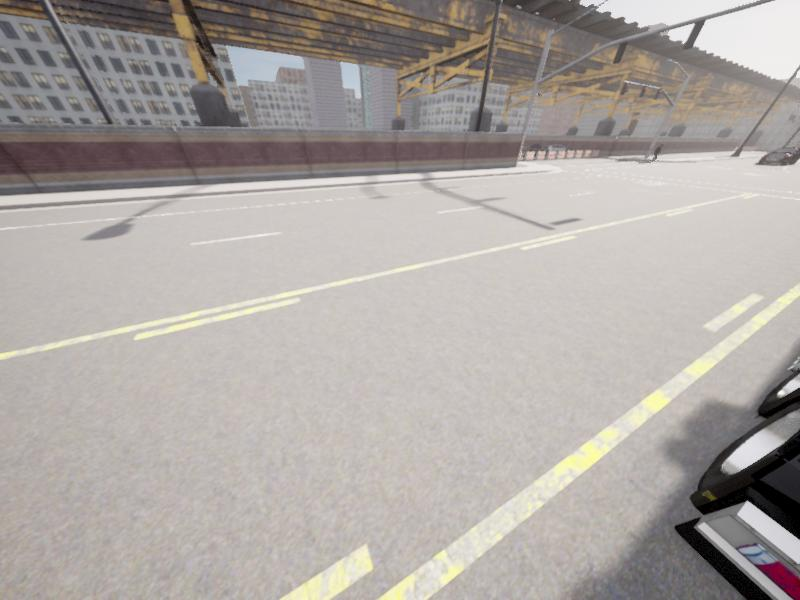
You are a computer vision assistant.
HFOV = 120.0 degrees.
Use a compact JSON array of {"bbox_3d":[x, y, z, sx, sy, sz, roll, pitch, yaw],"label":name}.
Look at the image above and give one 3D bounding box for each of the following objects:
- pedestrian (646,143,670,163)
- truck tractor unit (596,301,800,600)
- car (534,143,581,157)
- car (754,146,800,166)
[{"bbox_3d":[28.219,-16.106,25.316,0.751,1.860,0.751,4,36,5],"label":"pedestrian"},{"bbox_3d":[5.180,-0.225,0.682,6.516,4.208,3.053,-15,39,-21],"label":"truck tractor unit"},{"bbox_3d":[22.220,-21.272,32.752,4.974,1.542,2.038,2,35,2],"label":"car"},{"bbox_3d":[42.374,-15.953,25.565,4.856,1.649,2.033,-15,38,-21],"label":"car"}]
